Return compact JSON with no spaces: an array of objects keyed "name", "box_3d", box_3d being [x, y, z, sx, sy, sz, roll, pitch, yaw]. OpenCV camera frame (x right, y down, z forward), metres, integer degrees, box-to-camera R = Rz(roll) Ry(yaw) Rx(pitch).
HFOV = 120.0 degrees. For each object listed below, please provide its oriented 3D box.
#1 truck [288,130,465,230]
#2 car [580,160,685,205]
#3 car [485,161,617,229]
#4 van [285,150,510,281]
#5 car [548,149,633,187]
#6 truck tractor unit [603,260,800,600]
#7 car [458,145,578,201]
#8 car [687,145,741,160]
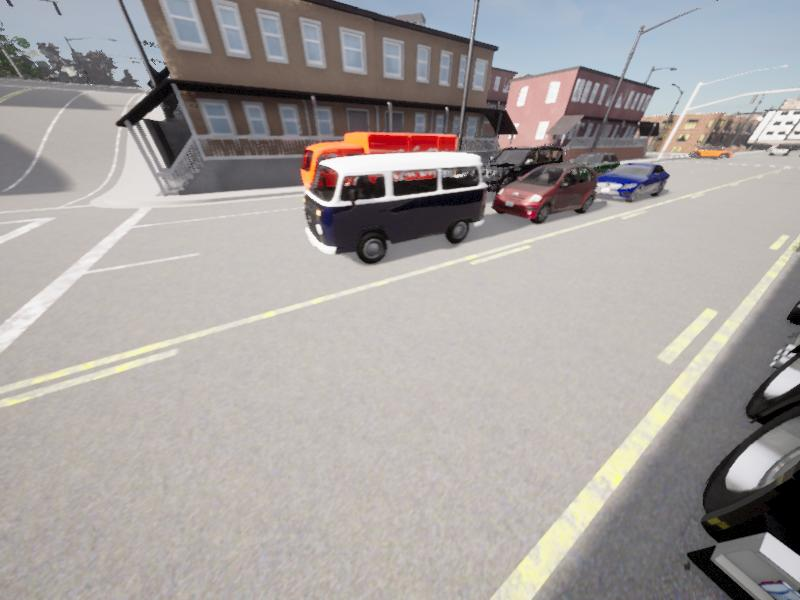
[{"name":"truck","box_3d":[-0.753,-4.516,8.332,5.204,2.467,2.627,-17,39,-24]},{"name":"car","box_3d":[11.267,-5.821,11.209,4.674,1.442,1.812,-18,39,-25]},{"name":"car","box_3d":[5.339,-3.939,8.310,3.988,1.617,1.851,-18,39,-25]},{"name":"van","box_3d":[0.039,-2.368,5.626,4.480,2.038,2.069,-18,39,-25]},{"name":"car","box_3d":[12.215,-8.598,14.905,4.553,1.767,2.097,-18,39,-25]},{"name":"truck tractor unit","box_3d":[5.104,-0.308,0.791,6.516,4.208,3.053,-19,39,-24]},{"name":"car","box_3d":[5.984,-6.632,11.803,5.566,2.045,2.150,-18,39,-24]},{"name":"car","box_3d":[48.759,-23.081,36.039,2.097,1.767,4.553,-28,44,-34]}]
